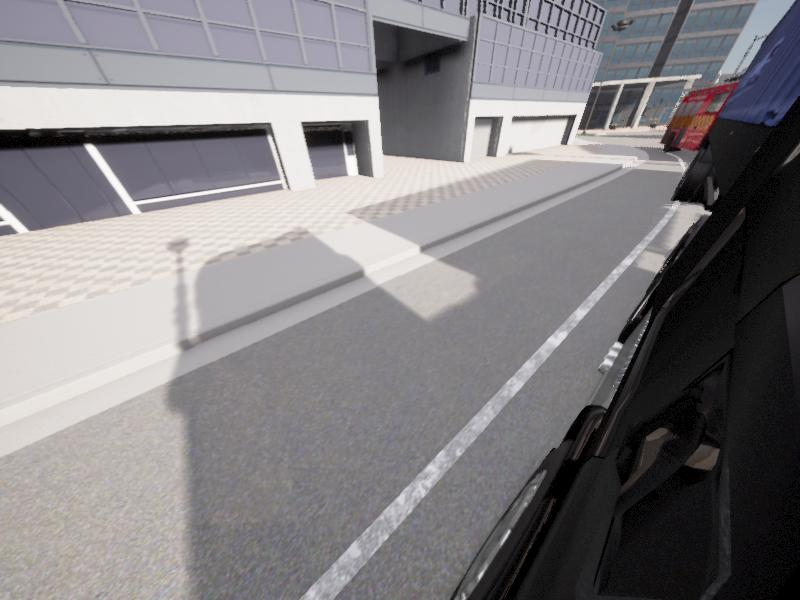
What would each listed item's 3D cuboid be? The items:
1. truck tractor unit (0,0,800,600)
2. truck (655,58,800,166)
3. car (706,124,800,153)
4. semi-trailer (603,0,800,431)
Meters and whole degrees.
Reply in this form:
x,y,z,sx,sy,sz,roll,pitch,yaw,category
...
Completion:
x,y,z,sx,sy,sz,roll,pitch,yaw,category
2.645,-0.295,0.351,6.516,4.208,3.053,-28,44,-30,truck tractor unit
19.124,-10.507,13.251,2.891,3.827,8.468,15,40,22,truck
24.173,-11.123,15.799,1.994,1.385,4.181,9,38,15,car
8.406,-3.795,4.489,14.254,4.402,2.717,-32,46,-33,semi-trailer
